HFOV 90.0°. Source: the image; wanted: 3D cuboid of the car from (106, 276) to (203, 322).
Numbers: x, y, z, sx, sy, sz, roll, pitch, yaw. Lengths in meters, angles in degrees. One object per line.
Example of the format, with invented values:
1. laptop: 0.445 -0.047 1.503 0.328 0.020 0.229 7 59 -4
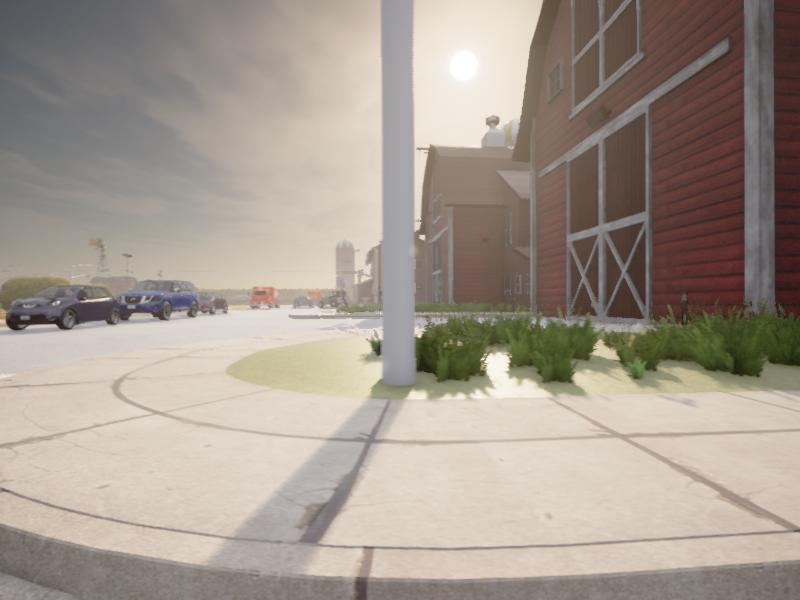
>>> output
1. car: -12.372 -0.033 20.736 2.150 2.045 5.566 0 0 -6

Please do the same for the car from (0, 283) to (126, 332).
1. car: -11.620 0.220 13.999 1.845 1.501 3.633 0 0 -6

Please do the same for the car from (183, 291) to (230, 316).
1. car: -13.123 0.215 27.325 1.789 1.549 3.705 0 0 -7

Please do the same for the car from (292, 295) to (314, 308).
1. car: -12.291 0.178 51.134 2.152 1.651 5.027 0 0 -6

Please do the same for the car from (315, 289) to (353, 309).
1. car: -7.297 -0.124 44.024 3.866 1.878 1.905 -3 4 41

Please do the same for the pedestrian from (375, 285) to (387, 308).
1. pedestrian: -1.588 -0.284 33.235 0.751 1.860 0.751 0 0 -24

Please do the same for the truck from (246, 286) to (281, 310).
1. truck: -15.064 -0.248 44.465 2.627 2.467 5.204 0 0 -6
